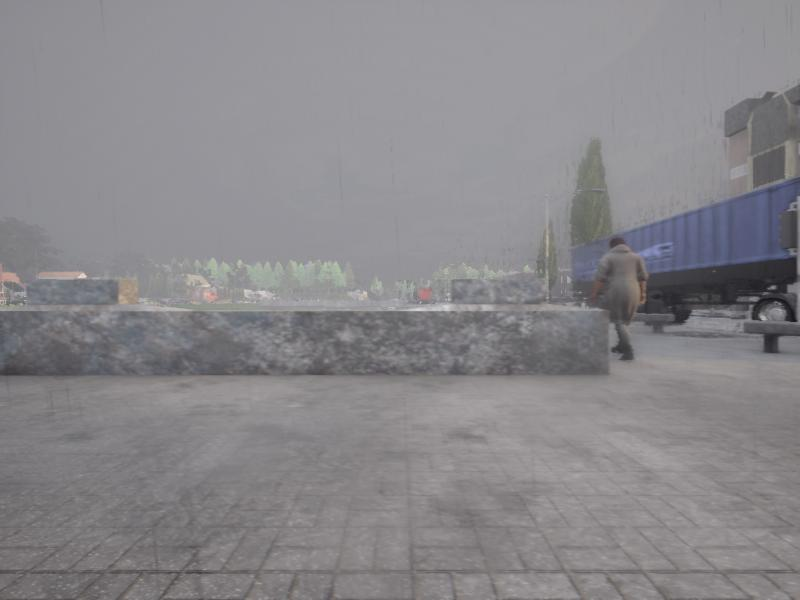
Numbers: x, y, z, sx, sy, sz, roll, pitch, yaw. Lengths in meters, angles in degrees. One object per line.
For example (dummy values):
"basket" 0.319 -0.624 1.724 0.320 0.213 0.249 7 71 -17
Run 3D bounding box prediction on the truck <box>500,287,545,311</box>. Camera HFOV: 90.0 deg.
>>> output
"truck" 11.432 -0.063 37.945 2.390 2.098 6.274 0 0 0

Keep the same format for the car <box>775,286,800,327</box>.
"car" 15.467 0.246 13.542 1.970 1.475 3.806 0 0 0

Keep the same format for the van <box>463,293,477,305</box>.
"van" 15.434 -0.305 88.723 1.988 2.561 5.915 0 0 0

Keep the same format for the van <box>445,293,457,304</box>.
"van" 11.426 -0.304 89.941 1.988 2.561 5.915 0 0 0

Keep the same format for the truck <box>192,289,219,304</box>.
"truck" -50.256 -0.902 103.441 2.891 3.827 8.468 0 0 0

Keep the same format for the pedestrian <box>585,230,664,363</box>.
"pedestrian" 3.318 -0.054 5.988 0.751 1.860 0.751 0 0 -2

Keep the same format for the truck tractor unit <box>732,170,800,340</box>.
"truck tractor unit" 11.488 -1.122 8.705 3.053 4.208 6.516 0 0 -1

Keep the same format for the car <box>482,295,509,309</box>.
"car" 11.432 0.232 48.105 2.128 1.511 4.902 0 0 0

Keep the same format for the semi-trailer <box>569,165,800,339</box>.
"semi-trailer" 11.429 -1.224 16.621 2.717 4.402 14.254 0 0 0
